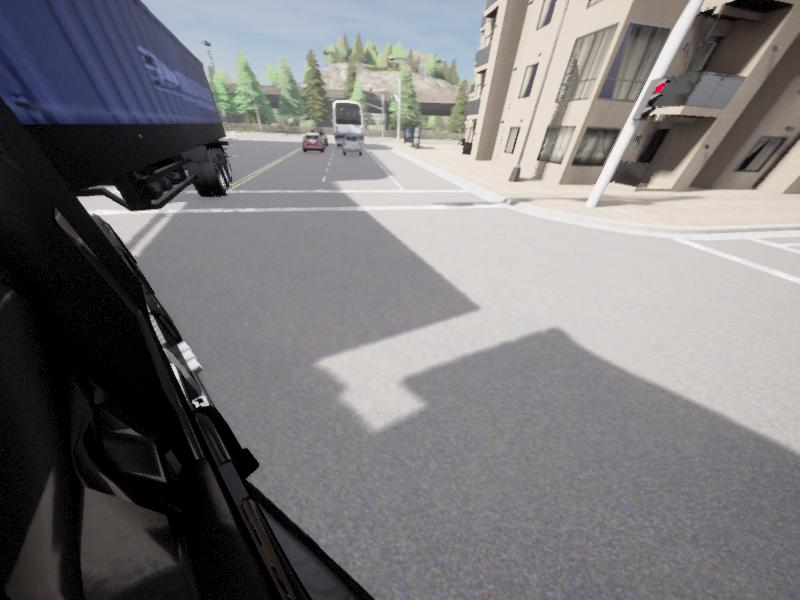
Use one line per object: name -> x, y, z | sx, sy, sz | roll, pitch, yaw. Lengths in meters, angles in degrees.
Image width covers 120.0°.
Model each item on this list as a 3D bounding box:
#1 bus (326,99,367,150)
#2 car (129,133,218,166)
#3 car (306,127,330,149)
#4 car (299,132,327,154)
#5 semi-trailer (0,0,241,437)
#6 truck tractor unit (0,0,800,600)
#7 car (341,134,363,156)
bus -> -6.688, -22.040, 29.273 | 3.944, 4.253, 10.273 | -5, 37, -10
car -> -13.437, -9.307, 14.151 | 1.994, 1.385, 4.181 | -5, 37, -10
car -> -9.459, -19.001, 27.002 | 1.932, 1.855, 4.605 | -5, 37, -10
car -> -8.310, -15.277, 22.411 | 1.970, 1.475, 3.806 | -5, 37, -10
semi-trailer -> -6.676, -4.474, 5.531 | 2.717, 4.402, 14.254 | -15, 40, -21
truck tractor unit -> -2.645, -0.295, 0.352 | 6.516, 4.208, 3.053 | 28, 44, 30
car -> -4.573, -14.701, 21.835 | 1.845, 1.501, 3.633 | -5, 37, -10
